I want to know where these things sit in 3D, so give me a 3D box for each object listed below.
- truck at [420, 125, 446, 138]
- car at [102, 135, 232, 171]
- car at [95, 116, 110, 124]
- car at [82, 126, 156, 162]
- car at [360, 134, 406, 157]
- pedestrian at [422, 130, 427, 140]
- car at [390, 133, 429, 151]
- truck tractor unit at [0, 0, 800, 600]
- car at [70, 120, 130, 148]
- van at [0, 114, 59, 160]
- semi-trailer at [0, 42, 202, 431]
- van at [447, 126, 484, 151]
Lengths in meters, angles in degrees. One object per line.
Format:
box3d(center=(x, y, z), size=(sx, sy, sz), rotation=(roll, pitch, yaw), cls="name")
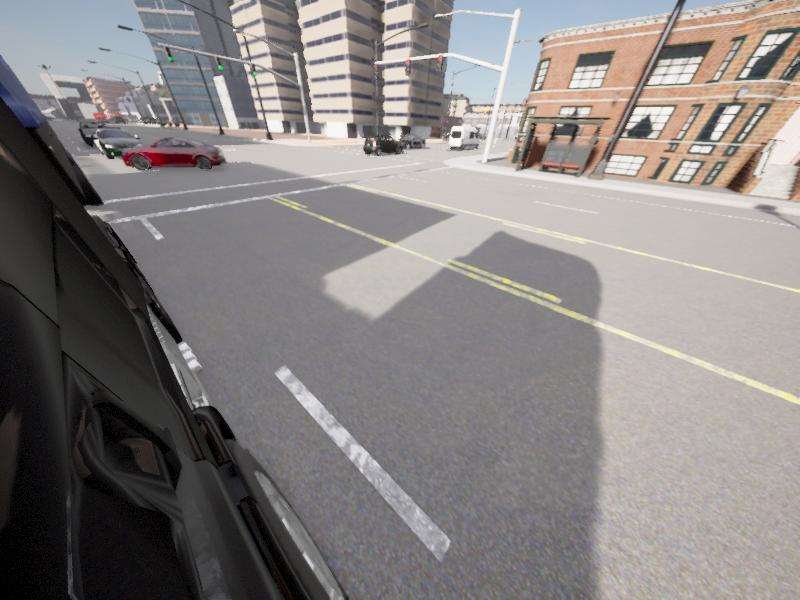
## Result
box3d(center=(11.622, -60.237, 82.502), size=(8.468, 3.827, 2.891), rotation=(26, 42, 30), cls="truck")
box3d(center=(-11.737, -7.700, 12.104), size=(4.181, 1.385, 1.994), rotation=(-8, 38, -14), cls="car")
box3d(center=(-82.753, -49.950, 64.213), size=(3.988, 1.617, 1.851), rotation=(31, 45, 33), cls="car")
box3d(center=(-17.957, -10.051, 14.738), size=(4.974, 1.542, 2.038), rotation=(28, 44, 30), cls="car")
box3d(center=(-1.519, -14.670, 21.835), size=(1.851, 1.617, 3.988), rotation=(31, 45, 33), cls="car")
box3d(center=(5.537, -37.752, 52.779), size=(0.751, 1.860, 0.751), rotation=(-22, 43, -29), cls="pedestrian")
box3d(center=(1.239, -19.720, 28.722), size=(1.930, 1.638, 5.238), rotation=(28, 44, 30), cls="car")
box3d(center=(-2.645, -0.295, 0.351), size=(6.516, 4.208, 3.053), rotation=(28, 44, 30), cls="truck tractor unit")
box3d(center=(-25.416, -14.068, 19.545), size=(4.611, 1.667, 2.242), rotation=(28, 44, 30), cls="car")
box3d(center=(-22.673, -9.676, 13.577), size=(1.775, 1.987, 4.442), rotation=(-27, 46, -34), cls="van")
box3d(center=(-8.705, -3.589, 4.237), size=(14.254, 4.402, 2.717), rotation=(28, 44, 30), cls="semi-trailer")
box3d(center=(9.122, -22.269, 31.852), size=(1.988, 2.561, 5.915), rotation=(28, 44, 30), cls="van")
